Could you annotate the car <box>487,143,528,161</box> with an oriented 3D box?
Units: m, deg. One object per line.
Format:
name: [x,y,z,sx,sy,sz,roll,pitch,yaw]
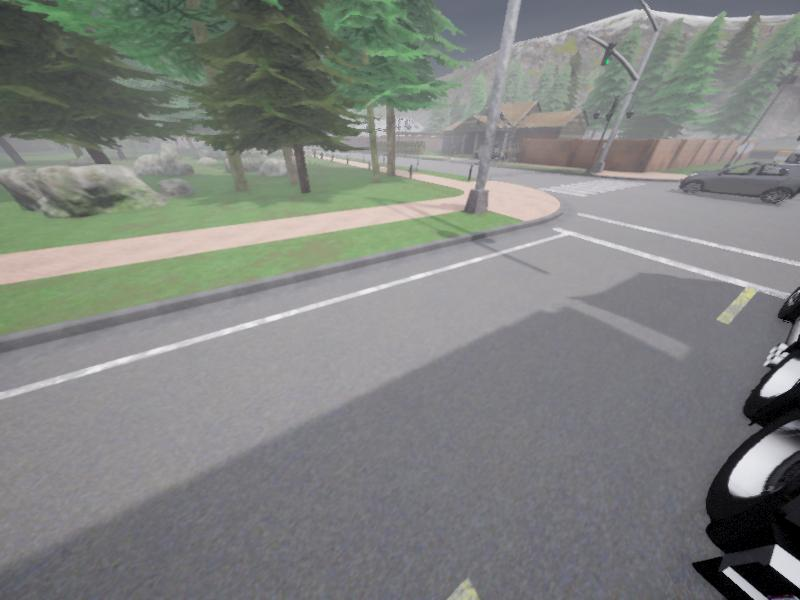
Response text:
car: [13.513,-18.636,29.023,4.605,1.855,1.932,-19,39,-25]

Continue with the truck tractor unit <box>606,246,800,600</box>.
truck tractor unit: [5.079,-0.330,0.831,6.516,4.208,3.053,-19,39,-26]

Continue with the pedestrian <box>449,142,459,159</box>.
pedestrian: [7.087,-19.528,30.206,0.751,1.860,0.751,-21,40,-28]

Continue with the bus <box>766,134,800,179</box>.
bus: [34.951,-12.186,18.104,10.273,4.253,3.944,-18,39,-24]

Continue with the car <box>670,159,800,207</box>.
car: [16.088,-5.682,10.959,1.845,1.501,3.633,-19,39,-26]

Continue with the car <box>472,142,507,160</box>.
car: [11.879,-19.754,30.621,3.866,1.878,1.905,-19,39,-25]
